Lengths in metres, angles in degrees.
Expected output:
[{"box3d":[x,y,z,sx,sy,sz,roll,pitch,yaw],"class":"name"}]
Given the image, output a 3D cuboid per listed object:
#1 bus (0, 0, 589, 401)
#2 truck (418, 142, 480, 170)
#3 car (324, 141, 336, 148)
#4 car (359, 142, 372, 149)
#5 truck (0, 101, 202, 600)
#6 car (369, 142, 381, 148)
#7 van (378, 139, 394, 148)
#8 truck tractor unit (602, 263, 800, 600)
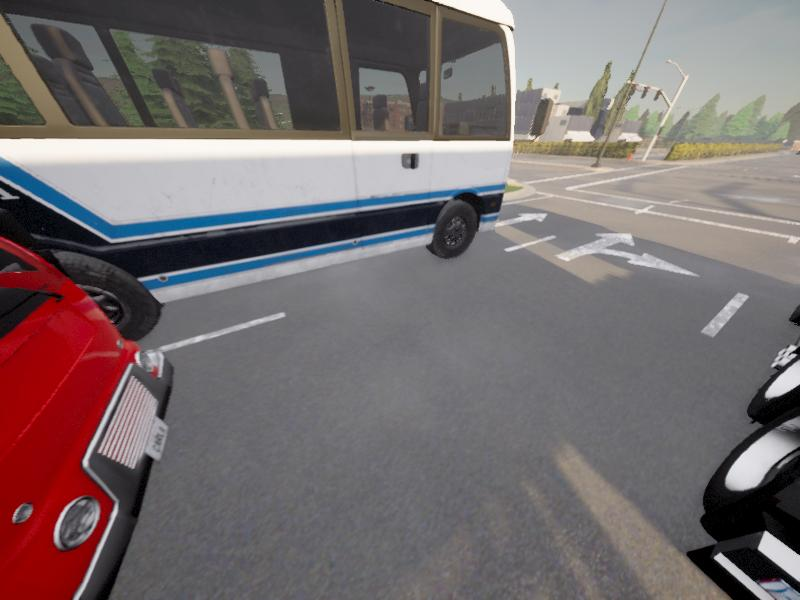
[{"box3d":[-2.595,-2.500,3.851,10.273,4.253,3.944,-18,39,-24],"class":"bus"},{"box3d":[4.673,-14.766,23.415,2.390,2.098,6.274,-19,39,-25],"class":"truck"},{"box3d":[-21.531,-47.973,71.332,2.033,1.649,4.856,-19,39,-25],"class":"car"},{"box3d":[-10.320,-46.025,68.705,2.038,1.542,4.974,-18,39,-24],"class":"car"},{"box3d":[-4.095,1.108,0.211,5.204,2.467,2.627,-18,39,-24],"class":"truck"},{"box3d":[-7.680,-47.360,70.720,1.812,1.442,4.674,-18,39,-25],"class":"car"},{"box3d":[-4.454,-48.568,71.619,2.351,2.431,6.366,-18,39,-25],"class":"van"},{"box3d":[5.109,-0.303,0.788,6.516,4.208,3.053,-18,39,-24],"class":"truck tractor unit"}]
